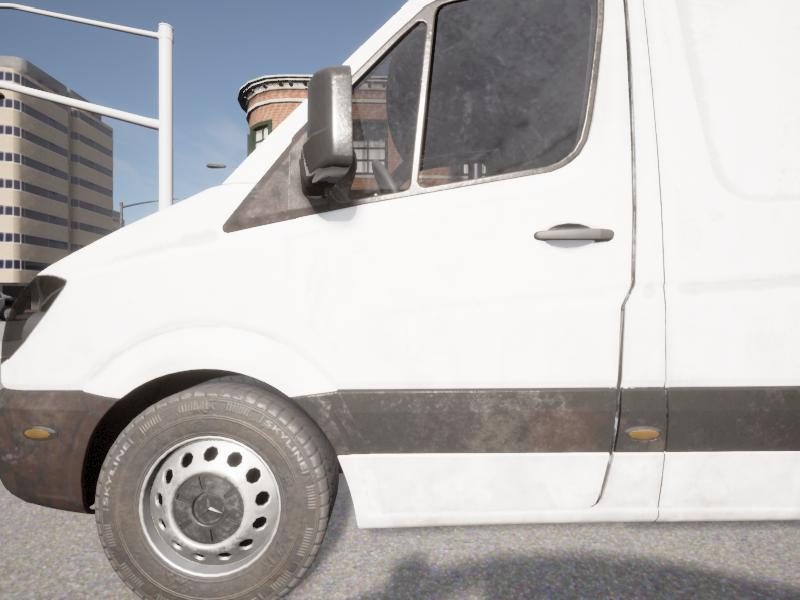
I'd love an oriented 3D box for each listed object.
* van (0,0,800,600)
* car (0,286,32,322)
[{"bbox_3d":[1.351,-0.278,2.210,5.915,2.561,1.988,0,0,0],"label":"van"},{"bbox_3d":[-18.959,0.171,16.969,1.930,1.638,5.238,0,0,-1],"label":"car"}]
